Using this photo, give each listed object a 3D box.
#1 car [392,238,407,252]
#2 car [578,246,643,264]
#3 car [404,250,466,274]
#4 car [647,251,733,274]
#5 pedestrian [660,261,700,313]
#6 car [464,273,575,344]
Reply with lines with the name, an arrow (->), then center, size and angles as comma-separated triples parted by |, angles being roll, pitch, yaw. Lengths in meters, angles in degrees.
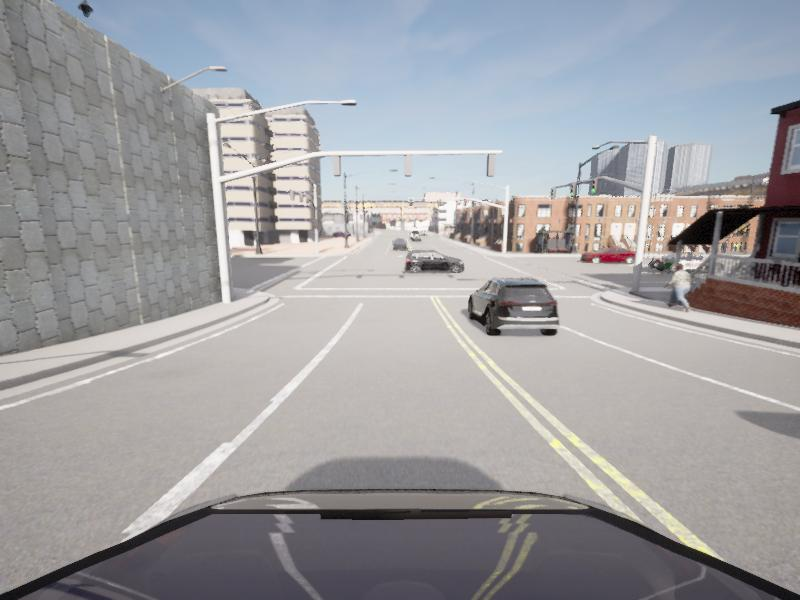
car -> -0.056, -7.732, 55.561 | 1.930, 1.638, 5.238 | 0, 11, 0
car -> 19.622, -4.198, 37.498 | 5.008, 1.535, 1.882 | 0, 11, 0
car -> 2.581, -2.951, 30.657 | 4.611, 1.667, 2.242 | 0, 11, 0
car -> 22.066, -2.870, 30.622 | 4.974, 1.542, 2.038 | 0, 11, 0
pedestrian -> 10.759, -0.522, 15.388 | 0.751, 1.860, 0.751 | -3, 11, -16
car -> 3.482, 0.063, 12.817 | 2.033, 1.649, 4.856 | 0, 6, 0
